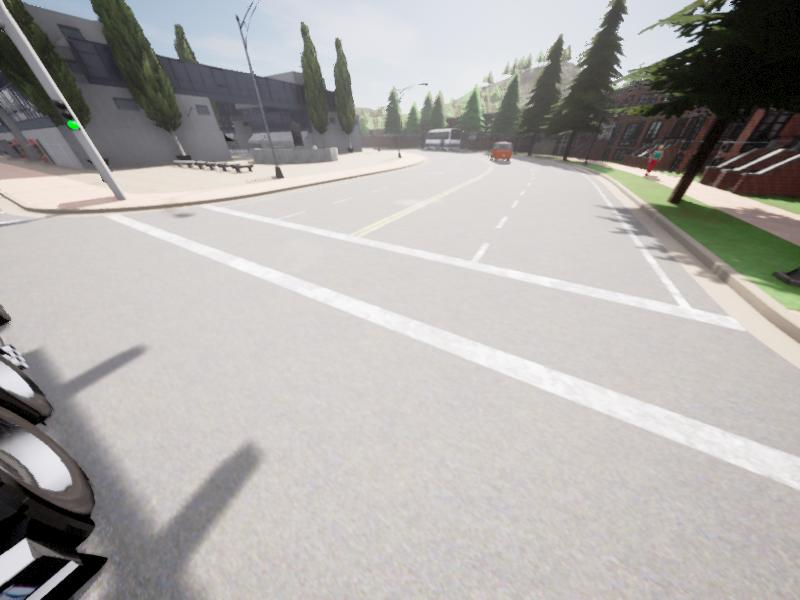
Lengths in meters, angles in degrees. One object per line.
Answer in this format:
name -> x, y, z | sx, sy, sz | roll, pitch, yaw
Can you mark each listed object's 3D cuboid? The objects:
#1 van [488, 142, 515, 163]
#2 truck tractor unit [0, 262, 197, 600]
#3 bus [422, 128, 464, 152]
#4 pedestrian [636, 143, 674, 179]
van -> 12.556, -18.516, 28.864 | 1.775, 1.987, 4.442 | 4, 35, 7
truck tractor unit -> -5.109, -0.301, 0.788 | 6.516, 4.208, 3.053 | 18, 39, 24
bus -> 9.757, -37.747, 54.617 | 3.944, 4.253, 10.273 | -17, 38, -23
pedestrian -> 16.095, -8.805, 14.647 | 0.751, 1.860, 0.751 | 17, 38, 23
